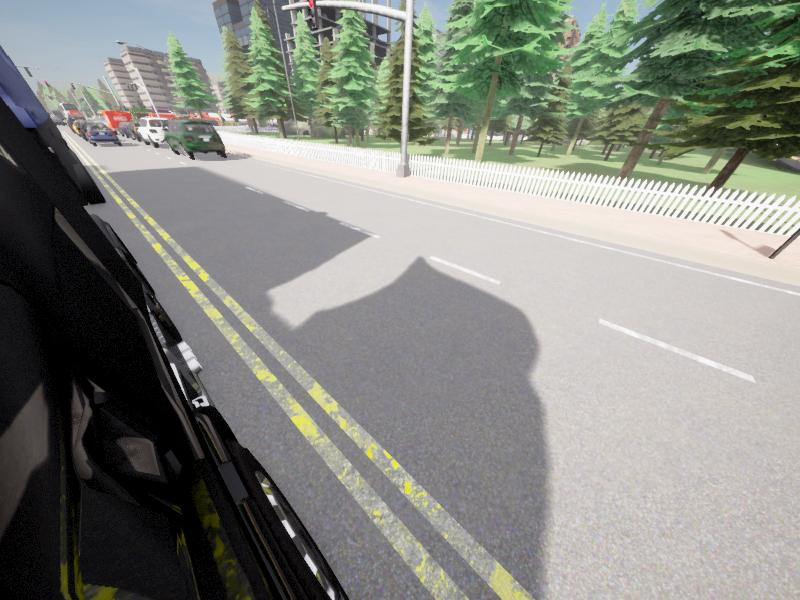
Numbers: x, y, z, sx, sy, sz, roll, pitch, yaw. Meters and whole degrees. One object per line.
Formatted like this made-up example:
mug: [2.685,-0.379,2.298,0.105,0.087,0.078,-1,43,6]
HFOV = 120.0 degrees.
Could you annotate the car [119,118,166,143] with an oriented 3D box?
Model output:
car: [-26.499,-17.487,23.766,4.605,1.855,1.932,28,44,30]

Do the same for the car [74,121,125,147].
car: [-24.990,-13.817,19.230,3.705,1.549,1.789,28,44,30]

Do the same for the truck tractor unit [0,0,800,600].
truck tractor unit: [-2.645,-0.295,0.352,6.516,4.208,3.053,28,44,30]

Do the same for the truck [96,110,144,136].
truck: [-36.382,-22.985,29.996,5.204,2.467,2.627,28,44,30]

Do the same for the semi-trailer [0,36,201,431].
semi-trailer: [-8.660,-3.633,4.262,14.254,4.402,2.717,29,44,30]

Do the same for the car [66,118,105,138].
car: [-35.186,-19.250,25.824,5.366,1.575,1.801,28,44,30]

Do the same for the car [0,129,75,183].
car: [-15.557,-6.031,9.508,3.806,1.475,1.970,28,44,30]

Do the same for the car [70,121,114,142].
car: [-29.836,-16.360,22.389,4.193,1.474,1.816,28,44,30]

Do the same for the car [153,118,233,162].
car: [-14.053,-10.940,15.666,5.566,2.045,2.150,28,44,29]

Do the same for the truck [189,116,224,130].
truck: [-45.426,-41.648,54.368,2.627,2.467,5.204,27,43,29]

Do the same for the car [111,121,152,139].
car: [-31.512,-19.989,27.126,4.792,1.488,2.163,28,44,30]

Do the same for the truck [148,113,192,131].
truck: [-45.017,-34.904,45.373,2.627,2.467,5.204,27,43,29]

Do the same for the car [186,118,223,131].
car: [-43.668,-39.389,51.804,2.150,2.045,5.566,27,43,29]

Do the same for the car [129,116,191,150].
car: [-20.939,-14.598,20.117,5.566,2.045,2.150,28,44,30]
